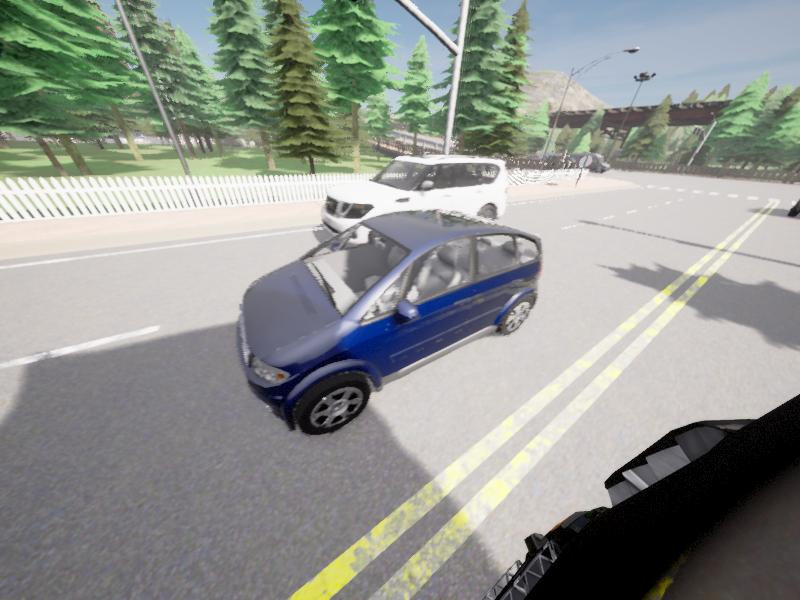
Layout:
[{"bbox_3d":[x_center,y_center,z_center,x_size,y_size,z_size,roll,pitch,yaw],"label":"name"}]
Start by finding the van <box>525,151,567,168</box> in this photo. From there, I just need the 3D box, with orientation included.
[{"bbox_3d":[29.623,-28.797,47.218,2.351,2.431,6.366,-19,41,-29],"label":"van"}]

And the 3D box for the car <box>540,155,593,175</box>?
[{"bbox_3d":[23.926,-19.680,33.542,2.150,2.045,5.566,-19,40,-30],"label":"car"}]

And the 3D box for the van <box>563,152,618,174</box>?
[{"bbox_3d":[29.929,-21.684,36.567,1.988,2.561,5.915,-19,39,-29],"label":"van"}]

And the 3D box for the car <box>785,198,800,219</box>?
[{"bbox_3d":[22.241,-5.094,11.690,4.553,1.767,2.097,-18,39,-28],"label":"car"}]

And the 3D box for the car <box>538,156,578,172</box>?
[{"bbox_3d":[25.229,-21.938,37.182,1.932,1.855,4.605,-19,39,-29],"label":"car"}]

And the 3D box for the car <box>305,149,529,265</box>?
[{"bbox_3d":[0.674,-2.879,6.482,5.566,2.045,2.150,-18,39,-28],"label":"car"}]

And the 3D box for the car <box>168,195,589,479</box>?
[{"bbox_3d":[0.111,-0.193,2.842,3.705,1.549,1.789,-18,39,-28],"label":"car"}]

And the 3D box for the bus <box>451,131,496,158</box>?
[{"bbox_3d":[18.524,-40.028,59.225,3.944,4.253,10.273,-19,46,-29],"label":"bus"}]
